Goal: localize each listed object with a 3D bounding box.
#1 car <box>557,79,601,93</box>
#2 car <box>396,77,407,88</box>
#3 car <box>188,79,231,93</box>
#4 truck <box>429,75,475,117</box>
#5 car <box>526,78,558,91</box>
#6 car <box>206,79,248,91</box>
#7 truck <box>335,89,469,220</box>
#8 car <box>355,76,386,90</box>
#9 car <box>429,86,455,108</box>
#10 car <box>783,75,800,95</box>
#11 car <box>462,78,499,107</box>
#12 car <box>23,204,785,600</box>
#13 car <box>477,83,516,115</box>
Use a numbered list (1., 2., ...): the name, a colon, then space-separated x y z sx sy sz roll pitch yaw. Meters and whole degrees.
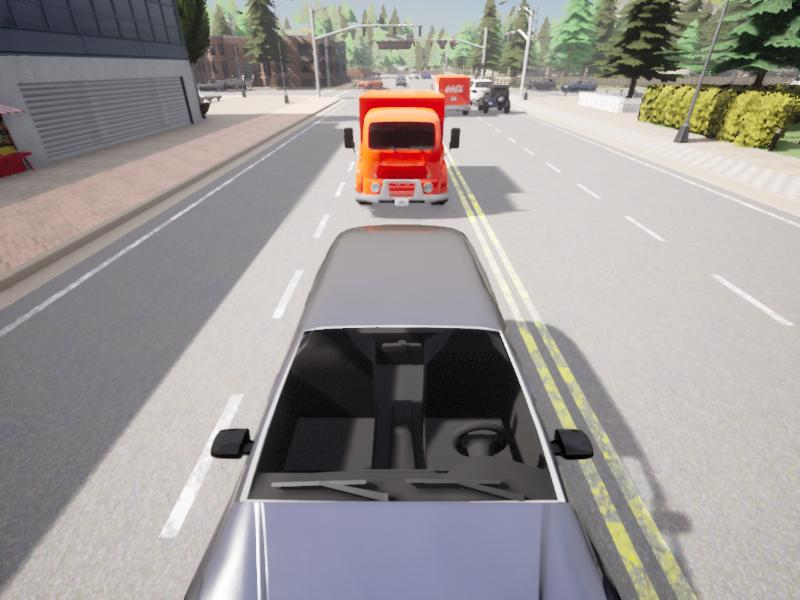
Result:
1. car: 23.801 -28.500 53.246 4.611 1.667 2.242 0 30 0
2. car: 0.204 -35.818 65.801 1.816 1.474 4.193 0 30 0
3. car: -25.488 -28.699 53.639 4.514 1.525 2.007 -2 30 -3
4. truck: 3.600 -14.900 29.046 2.627 2.467 5.204 0 30 0
5. car: 19.942 -30.289 56.271 3.633 1.501 1.845 0 30 0
6. car: -24.401 -30.490 56.681 4.792 1.488 2.163 -2 30 -3
7. truck: 0.043 -4.178 10.721 2.627 2.467 5.204 0 30 0
8. car: -4.353 -32.156 59.233 2.097 1.767 4.553 19 35 30
9. car: 3.614 -17.780 34.903 1.845 1.501 3.633 0 30 0
10. car: 52.107 -26.898 50.023 5.566 2.045 2.150 0 30 0
11. car: 7.114 -18.751 36.055 2.150 2.045 5.566 0 30 0
12. car: 0.014 0.760 3.055 2.242 1.667 4.611 0 30 0
13. car: 7.099 -15.112 29.983 1.905 1.878 3.866 0 30 0
